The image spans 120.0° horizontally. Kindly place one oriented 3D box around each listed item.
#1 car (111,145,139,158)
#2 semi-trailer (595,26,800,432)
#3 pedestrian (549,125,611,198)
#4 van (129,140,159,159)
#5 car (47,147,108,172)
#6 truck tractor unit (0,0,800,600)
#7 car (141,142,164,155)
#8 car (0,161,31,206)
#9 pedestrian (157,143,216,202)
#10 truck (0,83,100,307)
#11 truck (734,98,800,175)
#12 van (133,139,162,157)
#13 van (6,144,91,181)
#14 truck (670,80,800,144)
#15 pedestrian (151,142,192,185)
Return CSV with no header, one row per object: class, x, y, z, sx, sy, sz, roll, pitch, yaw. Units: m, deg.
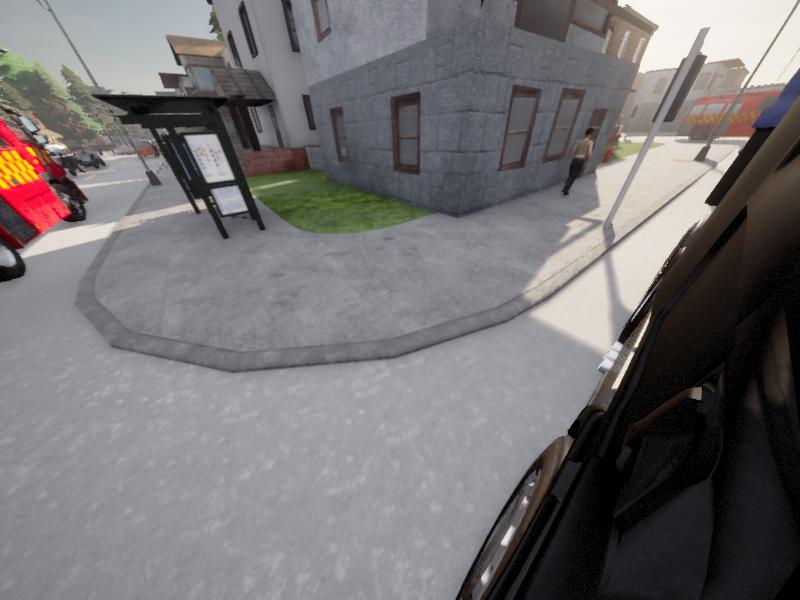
car,-48.216,-26.157,40.632,2.163,1.488,4.792,-26,43,-28
semi-trailer,8.824,-3.518,4.097,14.254,4.402,2.717,-27,43,-28
pedestrian,5.592,-4.336,7.293,0.751,1.860,0.751,-26,43,-28
van,-35.755,-21.154,32.399,1.775,1.987,4.442,-26,43,-28
car,-31.540,-13.974,22.830,2.242,1.667,4.611,-26,43,-28
truck tractor unit,2.645,-0.295,0.352,6.516,4.208,3.053,-28,44,-30
car,-43.733,-26.970,40.932,1.930,1.638,5.238,-26,43,-28
car,-19.076,-4.739,9.824,1.801,1.575,5.366,-25,42,-27
pedestrian,-8.126,-4.881,8.872,0.751,1.860,0.751,22,44,29
truck,-10.389,-2.585,4.545,2.891,3.827,8.468,-27,43,-29
truck,17.998,-7.257,10.145,5.204,2.467,2.627,-26,43,-28
van,-39.418,-23.904,36.245,2.069,2.038,4.480,-26,43,-28
van,-27.320,-10.975,18.264,2.069,2.038,4.480,-26,43,-28
truck,30.153,-15.638,19.421,2.891,3.827,8.468,-14,38,-15
pedestrian,-12.108,-7.261,12.305,0.751,1.860,0.751,-27,43,-29
